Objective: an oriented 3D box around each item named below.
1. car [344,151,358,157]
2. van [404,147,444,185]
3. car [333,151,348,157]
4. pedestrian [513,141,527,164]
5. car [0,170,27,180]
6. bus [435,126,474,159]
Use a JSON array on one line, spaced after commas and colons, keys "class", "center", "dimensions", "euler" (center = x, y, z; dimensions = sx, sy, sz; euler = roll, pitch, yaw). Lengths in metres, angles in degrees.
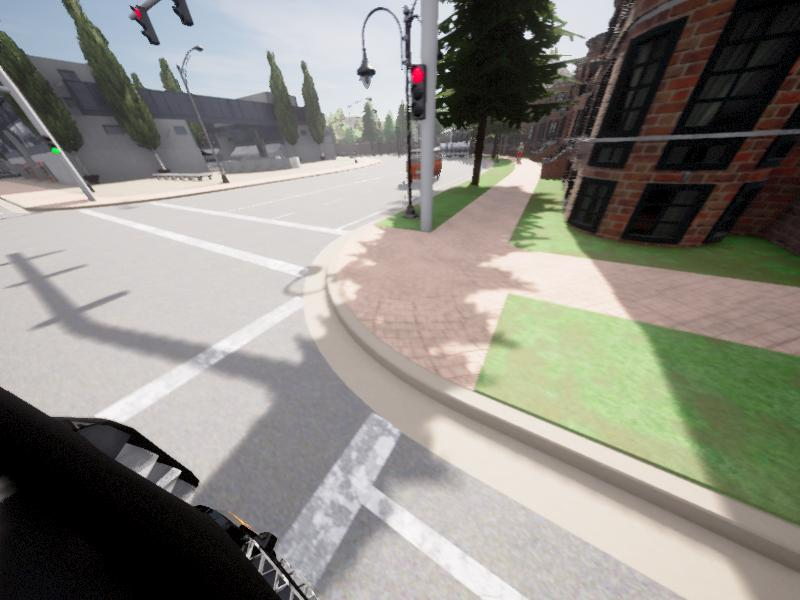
[{"class": "car", "center": [-16.170, -48.099, 76.047], "dimensions": [4.181, 1.385, 1.994], "euler": [16, 38, 26]}, {"class": "van", "center": [1.815, -9.559, 16.326], "dimensions": [1.775, 1.987, 4.442], "euler": [9, 36, 16]}, {"class": "car", "center": [-19.144, -46.748, 74.175], "dimensions": [4.193, 1.474, 1.816], "euler": [16, 38, 26]}, {"class": "pedestrian", "center": [11.813, -14.505, 22.734], "dimensions": [0.751, 1.860, 0.751], "euler": [17, 39, 28]}, {"class": "car", "center": [-81.405, -25.882, 47.868], "dimensions": [1.851, 1.617, 3.988], "euler": [16, 38, 26]}, {"class": "bus", "center": [9.301, -27.929, 41.203], "dimensions": [3.944, 4.253, 10.273], "euler": [-3, 34, -1]}]
